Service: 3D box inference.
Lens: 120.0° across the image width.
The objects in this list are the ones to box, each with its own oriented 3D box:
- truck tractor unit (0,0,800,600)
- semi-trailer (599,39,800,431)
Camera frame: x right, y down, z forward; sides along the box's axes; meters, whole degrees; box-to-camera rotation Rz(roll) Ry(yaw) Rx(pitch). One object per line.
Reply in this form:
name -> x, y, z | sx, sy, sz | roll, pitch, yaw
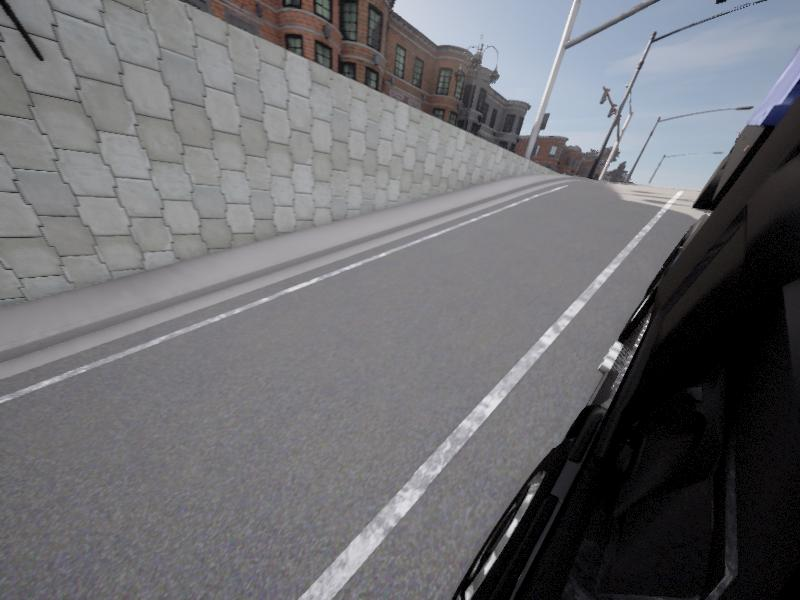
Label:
truck tractor unit -> 2.645, -0.295, 0.351 | 6.516, 4.208, 3.053 | -28, 44, -30
semi-trailer -> 8.692, -3.543, 4.328 | 14.254, 4.402, 2.717 | -28, 43, -31
